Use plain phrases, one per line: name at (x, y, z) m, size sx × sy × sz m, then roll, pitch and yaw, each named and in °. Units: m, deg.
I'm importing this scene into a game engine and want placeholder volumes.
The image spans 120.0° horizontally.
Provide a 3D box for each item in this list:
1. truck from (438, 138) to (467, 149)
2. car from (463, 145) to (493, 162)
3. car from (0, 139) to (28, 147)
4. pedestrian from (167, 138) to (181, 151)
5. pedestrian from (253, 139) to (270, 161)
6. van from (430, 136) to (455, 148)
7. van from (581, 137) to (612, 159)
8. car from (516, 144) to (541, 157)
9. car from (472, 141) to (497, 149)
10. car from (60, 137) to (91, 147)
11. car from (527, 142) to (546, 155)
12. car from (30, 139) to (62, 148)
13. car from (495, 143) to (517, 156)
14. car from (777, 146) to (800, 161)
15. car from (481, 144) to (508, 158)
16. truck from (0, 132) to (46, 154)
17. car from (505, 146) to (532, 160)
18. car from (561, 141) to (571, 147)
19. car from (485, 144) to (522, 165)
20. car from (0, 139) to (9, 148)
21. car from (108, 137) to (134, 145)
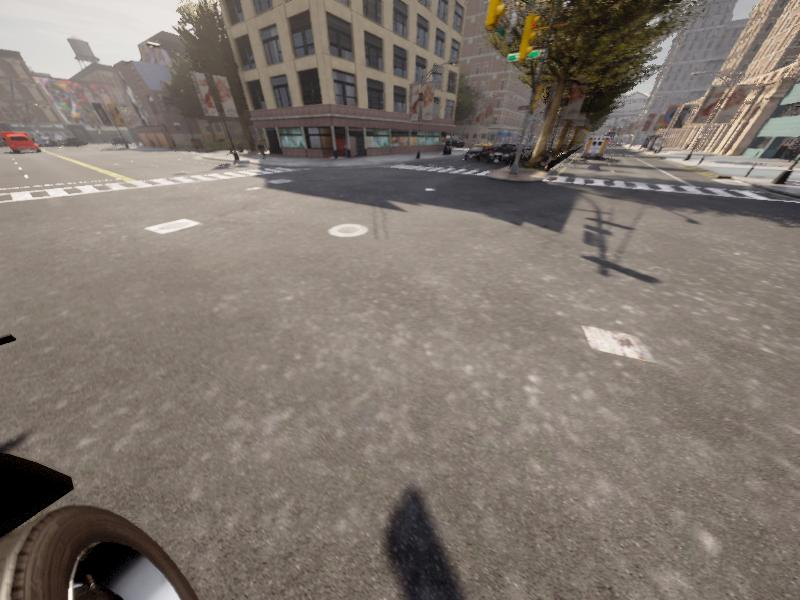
truck at (12.933, -38.605, 56.887) m, size 6.274 × 2.098 × 2.390 m, roll 21°, pitch 40°, yaw 27°
car at (9.504, -17.790, 27.944) m, size 1.812 × 1.442 × 4.674 m, roll 22°, pitch 41°, yaw 28°
car at (-81.481, -32.688, 48.183) m, size 1.895 × 1.301 × 4.718 m, roll -15°, pitch 38°, yaw -21°
pedestrian at (-38.194, -26.294, 39.067) m, size 0.751 × 1.860 × 0.751 m, roll -5°, pitch 36°, yaw -8°
pedestrian at (-13.712, -14.894, 22.927) m, size 0.751 × 1.860 × 0.751 m, roll 26°, pitch 43°, yaw 32°
van at (11.201, -41.939, 61.209) m, size 5.915 × 2.561 × 1.988 m, roll 21°, pitch 40°, yaw 27°
van at (27.328, -21.316, 32.276) m, size 2.351 × 2.431 × 6.366 m, roll 22°, pitch 41°, yaw 28°
car at (19.208, -22.334, 34.424) m, size 2.128 × 1.511 × 4.902 m, roll 22°, pitch 41°, yaw 28°
car at (20.732, -37.981, 56.536) m, size 5.366 × 1.575 × 1.801 m, roll 14°, pitch 37°, yaw 18°
car at (-72.158, -35.282, 51.463) m, size 1.932 × 1.855 × 4.605 m, roll -17°, pitch 39°, yaw -22°
car at (22.995, -25.500, 38.865) m, size 1.851 × 1.617 × 3.988 m, roll 22°, pitch 41°, yaw 28°
car at (-73.815, -32.800, 48.296) m, size 2.007 × 1.525 × 4.514 m, roll -21°, pitch 40°, yaw -27°
car at (16.969, -24.047, 36.841) m, size 1.837 × 1.490 × 4.892 m, roll 22°, pitch 40°, yaw 27°
car at (53.150, -19.252, 30.287) m, size 2.161 × 1.482 × 4.786 m, roll 22°, pitch 41°, yaw 27°
car at (13.261, -20.970, 32.416) m, size 2.007 × 1.525 × 4.514 m, roll 22°, pitch 41°, yaw 28°
truck at (-53.854, -22.380, 32.862) m, size 5.204 × 2.467 × 2.627 m, roll 23°, pitch 41°, yaw 28°
car at (15.404, -19.137, 29.980) m, size 1.994 × 1.385 × 4.181 m, roll 22°, pitch 41°, yaw 27°
car at (55.692, -52.406, 77.487) m, size 2.033 × 1.411 × 5.357 m, roll 22°, pitch 41°, yaw 28°
car at (11.277, -15.848, 25.017) m, size 2.242 × 1.667 × 4.611 m, roll 22°, pitch 41°, yaw 28°
car at (-78.377, -29.955, 44.216) m, size 2.002 × 1.452 × 4.674 m, roll -22°, pitch 41°, yaw -28°
car at (-73.108, -41.743, 60.602) m, size 1.932 × 1.855 × 4.605 m, roll -9°, pitch 36°, yaw -13°
